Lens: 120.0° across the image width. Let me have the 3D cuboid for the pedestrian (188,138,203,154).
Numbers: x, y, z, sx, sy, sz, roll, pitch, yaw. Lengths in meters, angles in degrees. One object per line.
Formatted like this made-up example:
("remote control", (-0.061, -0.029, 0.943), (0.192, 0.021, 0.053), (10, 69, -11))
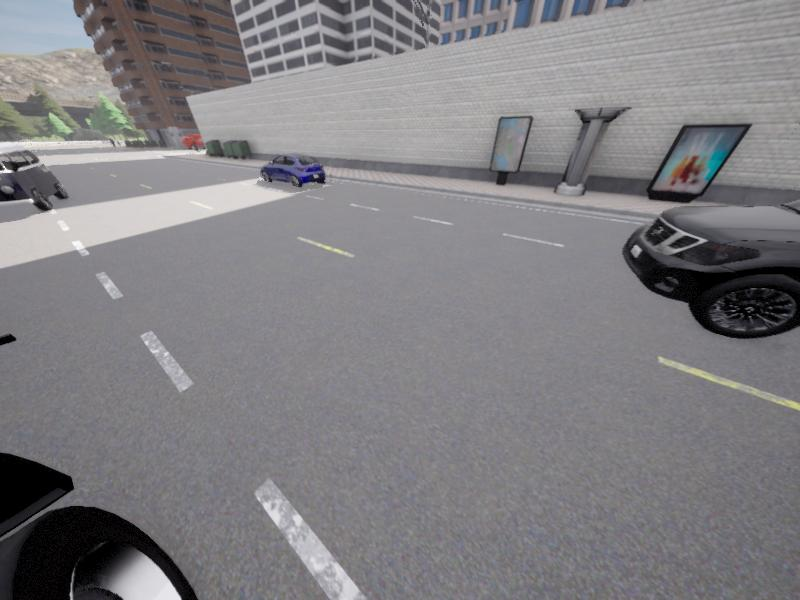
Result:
("pedestrian", (-29.094, -21.934, 32.878), (0.751, 1.860, 0.751), (-13, 37, -17))

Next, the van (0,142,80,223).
("van", (-13.979, -4.237, 8.056), (2.069, 2.038, 4.480), (-26, 43, -32))

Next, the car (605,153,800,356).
("car", (6.514, -0.403, 2.701), (5.566, 2.045, 2.150), (16, 39, 23))

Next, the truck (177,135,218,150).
("truck", (-40.487, -31.639, 46.339), (2.627, 2.467, 5.204), (22, 41, 28))

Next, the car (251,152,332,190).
("car", (-6.074, -7.337, 12.944), (4.193, 1.474, 1.816), (22, 41, 28))

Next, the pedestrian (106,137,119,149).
("pedestrian", (-56.390, -30.885, 45.355), (0.751, 1.860, 0.751), (24, 42, 30))
